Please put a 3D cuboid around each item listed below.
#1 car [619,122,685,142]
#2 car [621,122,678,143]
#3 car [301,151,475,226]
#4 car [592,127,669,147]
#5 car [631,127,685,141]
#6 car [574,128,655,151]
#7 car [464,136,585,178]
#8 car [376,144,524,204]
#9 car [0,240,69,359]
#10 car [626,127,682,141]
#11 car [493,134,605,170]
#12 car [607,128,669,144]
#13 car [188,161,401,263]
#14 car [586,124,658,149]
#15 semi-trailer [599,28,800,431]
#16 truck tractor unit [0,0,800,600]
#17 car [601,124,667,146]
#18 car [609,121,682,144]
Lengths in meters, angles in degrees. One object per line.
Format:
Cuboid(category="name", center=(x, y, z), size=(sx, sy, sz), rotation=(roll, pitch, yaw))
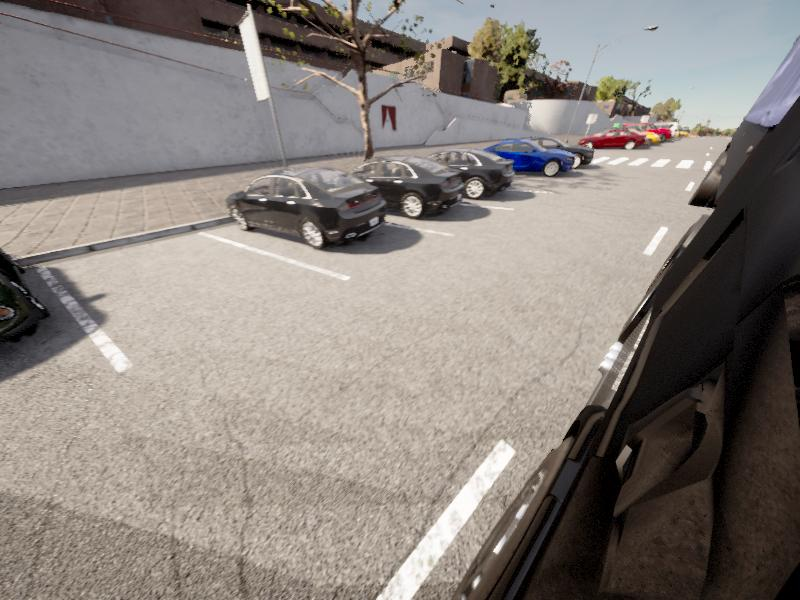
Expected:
Cuboid(category="car", center=(34.983, -23.475, 32.377), size=(5.566, 2.045, 2.435), rotation=(16, 39, 23))
Cuboid(category="car", center=(32.896, -22.234, 30.745), size=(4.442, 1.987, 1.878), rotation=(16, 39, 23))
Cuboid(category="car", center=(-0.426, -3.808, 7.506), size=(4.892, 1.521, 2.231), rotation=(17, 41, 25))
Cuboid(category="car", center=(24.103, -17.248, 24.504), size=(5.366, 1.575, 1.946), rotation=(16, 39, 24))
Cuboid(category="car", center=(41.500, -26.844, 37.386), size=(5.366, 1.575, 1.946), rotation=(16, 39, 23))
Cuboid(category="car", center=(19.511, -14.861, 21.421), size=(5.008, 1.535, 2.097), rotation=(16, 40, 24))
Cuboid(category="car", center=(6.229, -7.491, 12.074), size=(5.008, 1.535, 2.097), rotation=(16, 40, 24))
Cuboid(category="car", center=(1.812, -5.026, 9.011), size=(4.892, 1.521, 2.231), rotation=(17, 41, 25))
Cuboid(category="car", center=(-7.266, -0.340, 3.052), size=(4.553, 1.767, 2.185), rotation=(18, 41, 27))
Cuboid(category="car", center=(37.229, -24.447, 34.117), size=(5.008, 1.535, 2.097), rotation=(16, 38, 23))
Cuboid(category="car", center=(8.436, -8.727, 13.617), size=(5.008, 1.535, 2.097), rotation=(16, 40, 24))
Cuboid(category="car", center=(28.366, -19.662, 27.765), size=(4.674, 1.452, 2.002), rotation=(16, 39, 24))
Cuboid(category="car", center=(-2.678, -2.602, 6.020), size=(4.892, 1.521, 2.231), rotation=(17, 41, 26))
Cuboid(category="car", center=(21.690, -16.190, 22.941), size=(4.553, 1.767, 2.185), rotation=(16, 39, 24))
Cuboid(category="semi-trailer", center=(8.632, -3.627, 4.324), size=(14.254, 4.402, 2.717), rotation=(-29, 44, -31))
Cuboid(category="truck tractor unit", center=(2.645, -0.295, 0.351), size=(6.516, 4.208, 3.053), rotation=(-28, 44, -30))
Cuboid(category="car", center=(26.121, -18.603, 26.097), size=(4.553, 1.767, 2.185), rotation=(16, 39, 24))
Cuboid(category="car", center=(30.605, -21.088, 29.176), size=(5.566, 2.045, 2.435), rotation=(16, 39, 24))
